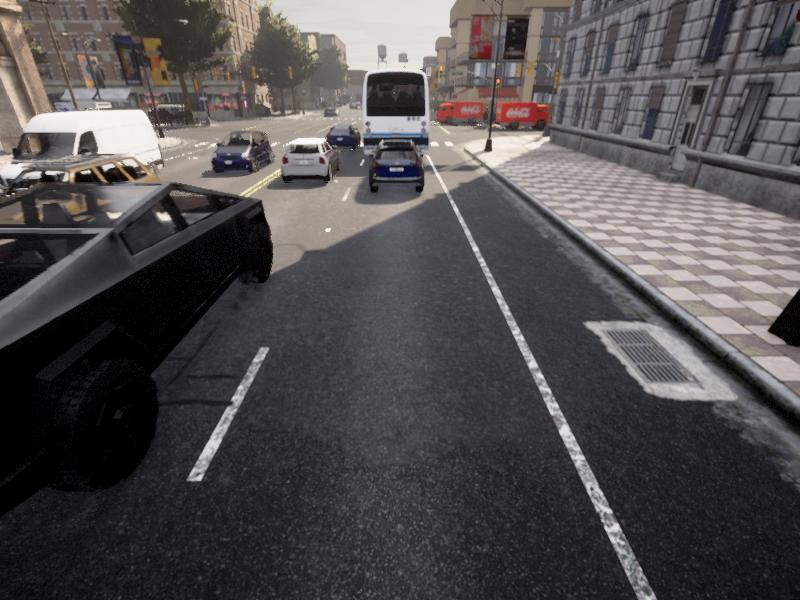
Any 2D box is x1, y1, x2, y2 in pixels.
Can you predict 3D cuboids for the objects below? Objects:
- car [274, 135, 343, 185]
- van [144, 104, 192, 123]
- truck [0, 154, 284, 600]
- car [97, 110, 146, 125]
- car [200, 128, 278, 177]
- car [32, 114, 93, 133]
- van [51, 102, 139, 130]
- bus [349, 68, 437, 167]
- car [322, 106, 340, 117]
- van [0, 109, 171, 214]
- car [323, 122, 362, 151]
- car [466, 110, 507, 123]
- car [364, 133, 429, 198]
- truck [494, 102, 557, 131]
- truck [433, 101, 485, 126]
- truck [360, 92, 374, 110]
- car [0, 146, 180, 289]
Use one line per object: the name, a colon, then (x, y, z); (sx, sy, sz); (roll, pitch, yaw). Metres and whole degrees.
car: (-3.633, -5.916, 16.633); (1.970, 1.475, 3.806); (0, 27, 0)
van: (-28.926, -23.269, 49.998); (4.480, 2.038, 2.069); (0, 27, 0)
truck: (-3.546, -0.273, 4.900); (2.390, 2.098, 6.274); (0, 27, 0)
car: (-32.649, -21.419, 46.994); (4.193, 1.474, 1.816); (0, 27, 0)
car: (-7.148, -6.833, 18.286); (1.851, 1.617, 3.988); (0, 27, -1)
car: (-30.991, -16.245, 36.804); (3.633, 1.501, 1.845); (0, 27, 0)
van: (-30.132, -18.251, 39.743); (6.366, 2.431, 2.351); (0, 27, 0)
bus: (-0.315, -10.946, 23.455); (3.944, 4.253, 10.273); (0, 28, 0)
car: (-11.161, -30.651, 64.924); (2.038, 1.542, 4.974); (0, 27, 0)
van: (-10.610, -4.975, 13.624); (1.988, 2.561, 5.915); (0, 27, 0)
car: (-3.738, -10.909, 26.529); (1.994, 1.385, 4.181); (0, 27, -1)
car: (10.807, -23.075, 50.258); (4.674, 1.442, 1.812); (0, 27, 0)
car: (-0.121, -5.221, 15.106); (2.033, 1.649, 4.856); (0, 27, 0)
truck: (12.370, -18.309, 39.813); (5.204, 2.467, 2.627); (0, 27, 0)
truck: (6.733, -21.509, 46.081); (5.204, 2.467, 2.627); (-6, 27, -12)
truck: (-8.051, -49.591, 99.549); (2.891, 3.827, 8.468); (0, 27, 0)
car: (-7.083, -2.077, 8.673); (1.932, 1.855, 4.605); (0, 27, 0)
